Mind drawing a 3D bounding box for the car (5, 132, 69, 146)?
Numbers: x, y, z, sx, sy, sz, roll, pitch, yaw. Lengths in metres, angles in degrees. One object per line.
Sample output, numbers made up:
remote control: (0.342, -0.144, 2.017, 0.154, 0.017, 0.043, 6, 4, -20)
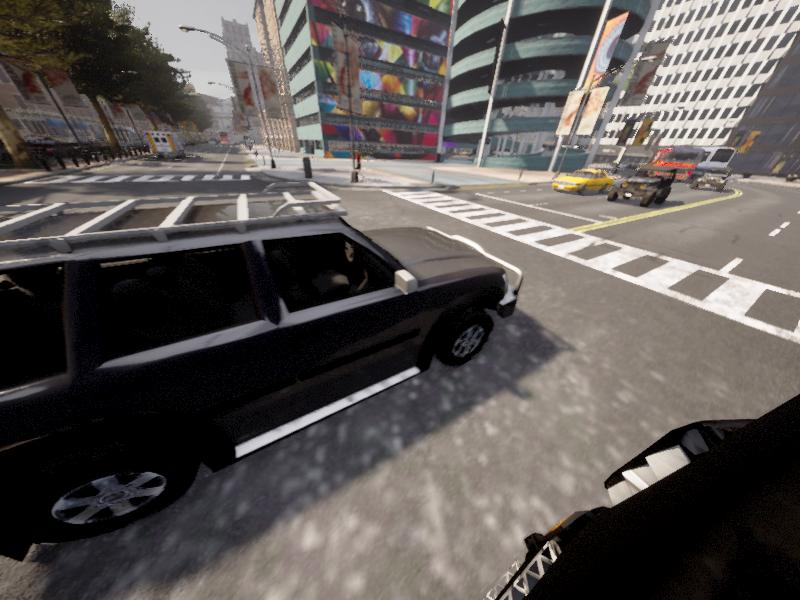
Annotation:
car: (-58.257, -25.997, 37.287, 1.801, 1.575, 5.366, 27, 41, 32)

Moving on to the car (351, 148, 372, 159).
car: (-7.319, -27.970, 44.014, 2.128, 1.511, 4.902, -16, 38, -26)

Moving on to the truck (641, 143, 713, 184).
truck: (34.035, -17.177, 29.023, 2.891, 3.827, 8.468, 22, 38, 26)

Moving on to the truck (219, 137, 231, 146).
truck: (-61.949, -56.313, 81.929, 2.627, 2.467, 5.204, -16, 38, -26)

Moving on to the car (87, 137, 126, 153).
car: (-39.049, -20.782, 30.869, 1.851, 1.617, 3.988, -16, 38, -26)

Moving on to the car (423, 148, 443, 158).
car: (9.051, -40.652, 63.775, 2.435, 2.045, 5.566, -16, 38, -26)

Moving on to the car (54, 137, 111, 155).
car: (-35.708, -17.456, 26.193, 2.128, 1.511, 4.902, -16, 38, -26)

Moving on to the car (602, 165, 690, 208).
car: (14.140, -6.617, 13.317, 3.866, 1.878, 1.905, -16, 38, -27)

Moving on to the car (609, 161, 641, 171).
car: (50.953, -30.494, 52.431, 2.038, 1.542, 4.974, -3, 34, -9)

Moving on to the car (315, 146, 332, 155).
car: (-16.717, -32.649, 50.424, 2.161, 1.482, 4.786, -16, 38, -26)

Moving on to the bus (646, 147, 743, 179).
bus: (50.891, -24.435, 40.867, 3.944, 4.253, 10.273, 5, 34, 4)

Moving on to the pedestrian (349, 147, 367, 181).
pedestrian: (-2.771, -8.942, 15.237, 0.751, 1.860, 0.751, 20, 37, 24)

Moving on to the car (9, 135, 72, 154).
car: (-39.336, -17.146, 25.463, 1.837, 1.490, 4.892, -16, 38, -27)

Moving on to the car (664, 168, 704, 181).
car: (40.478, -18.047, 33.118, 1.895, 1.301, 4.718, 17, 36, 20)

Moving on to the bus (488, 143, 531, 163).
bus: (31.512, -42.893, 67.228, 3.944, 4.253, 10.273, -16, 38, -26)

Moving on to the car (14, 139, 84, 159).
car: (-32.357, -14.096, 21.511, 1.994, 1.385, 4.181, -16, 38, -26)

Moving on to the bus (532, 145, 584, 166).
bus: (42.568, -39.427, 62.846, 3.944, 4.253, 10.273, -16, 38, -26)

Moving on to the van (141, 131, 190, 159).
van: (-26.963, -18.033, 26.904, 2.351, 2.431, 6.366, -16, 38, -26)

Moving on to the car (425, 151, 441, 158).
car: (9.005, -40.355, 64.033, 2.007, 1.523, 4.514, -16, 38, -26)

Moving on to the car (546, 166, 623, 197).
car: (12.912, -8.366, 16.146, 5.366, 1.575, 1.801, -16, 38, -26)

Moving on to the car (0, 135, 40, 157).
car: (-36.018, -13.928, 20.833, 2.007, 1.525, 4.514, -16, 38, -26)

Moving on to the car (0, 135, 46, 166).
car: (-28.702, -10.637, 16.299, 2.242, 1.667, 4.611, -16, 38, -26)

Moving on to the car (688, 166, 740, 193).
car: (28.616, -11.021, 21.070, 3.866, 1.878, 1.905, -20, 40, -31)

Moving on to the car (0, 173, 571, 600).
car: (-0.980, -0.063, 2.291, 4.605, 1.855, 1.932, -16, 38, -25)
